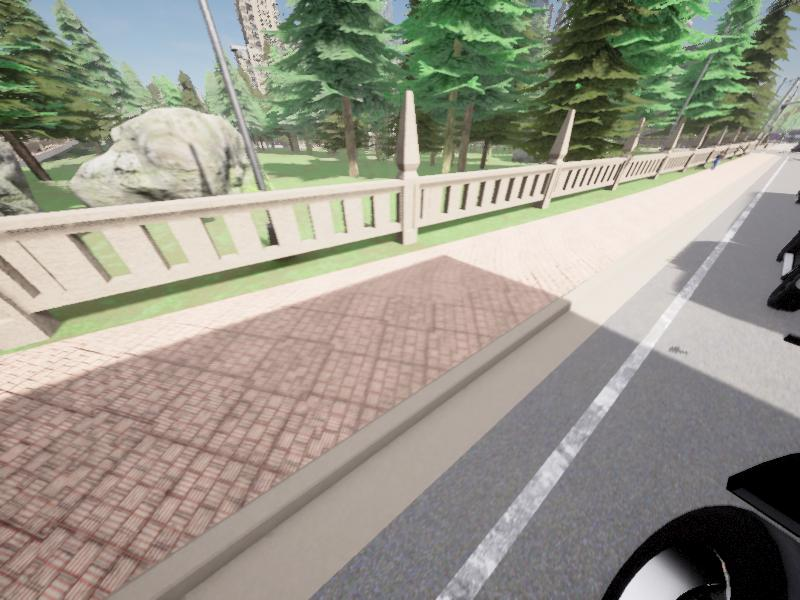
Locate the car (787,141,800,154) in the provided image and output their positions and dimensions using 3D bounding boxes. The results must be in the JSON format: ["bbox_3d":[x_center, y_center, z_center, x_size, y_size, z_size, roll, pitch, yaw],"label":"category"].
[{"bbox_3d":[60.384,-22.204,33.574,3.633,1.501,1.845,14,38,19],"label":"car"}]

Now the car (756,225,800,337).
[{"bbox_3d":[7.687,-0.755,3.286,4.605,1.855,1.932,-23,41,-27],"label":"car"}]

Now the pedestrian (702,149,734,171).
[{"bbox_3d":[22.565,-9.938,16.395,0.751,1.300,0.751,-23,41,-29],"label":"pedestrian"}]

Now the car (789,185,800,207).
[{"bbox_3d":[17.157,-4.468,8.786,3.633,1.501,1.845,-22,41,-28],"label":"car"}]
